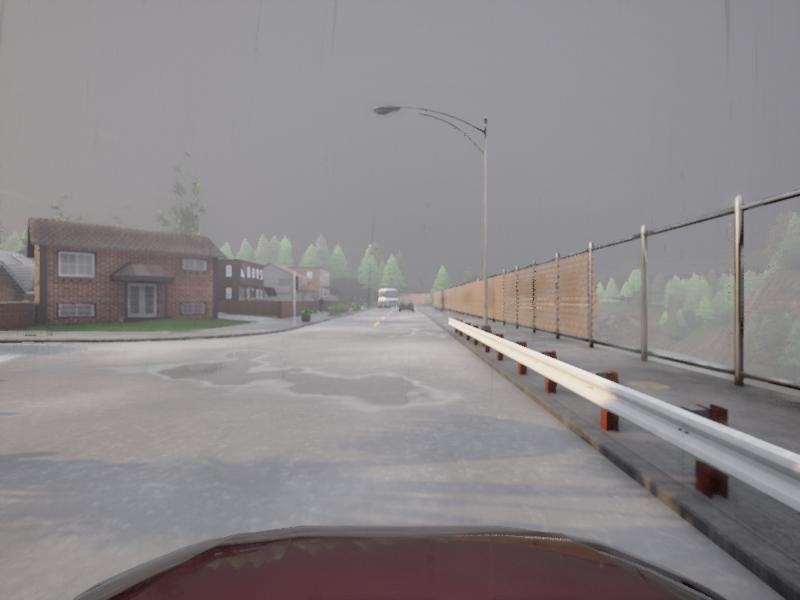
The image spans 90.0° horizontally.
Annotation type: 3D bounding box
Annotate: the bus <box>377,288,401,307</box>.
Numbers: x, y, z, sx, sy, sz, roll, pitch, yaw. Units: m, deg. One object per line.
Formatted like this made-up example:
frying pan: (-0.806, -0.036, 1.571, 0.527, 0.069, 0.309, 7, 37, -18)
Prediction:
bus: (-2.652, -0.532, 93.760, 3.944, 4.253, 10.273, 0, 0, -11)

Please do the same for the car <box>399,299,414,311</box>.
car: (0.909, 0.699, 58.125, 2.097, 1.767, 4.553, 0, 0, 1)

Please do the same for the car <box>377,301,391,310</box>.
car: (-2.883, 0.927, 72.172, 2.152, 1.651, 5.027, 0, 0, 1)

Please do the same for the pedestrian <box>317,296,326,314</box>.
pedestrian: (-8.089, 0.537, 41.224, 0.751, 1.860, 0.751, 0, 0, -3)
